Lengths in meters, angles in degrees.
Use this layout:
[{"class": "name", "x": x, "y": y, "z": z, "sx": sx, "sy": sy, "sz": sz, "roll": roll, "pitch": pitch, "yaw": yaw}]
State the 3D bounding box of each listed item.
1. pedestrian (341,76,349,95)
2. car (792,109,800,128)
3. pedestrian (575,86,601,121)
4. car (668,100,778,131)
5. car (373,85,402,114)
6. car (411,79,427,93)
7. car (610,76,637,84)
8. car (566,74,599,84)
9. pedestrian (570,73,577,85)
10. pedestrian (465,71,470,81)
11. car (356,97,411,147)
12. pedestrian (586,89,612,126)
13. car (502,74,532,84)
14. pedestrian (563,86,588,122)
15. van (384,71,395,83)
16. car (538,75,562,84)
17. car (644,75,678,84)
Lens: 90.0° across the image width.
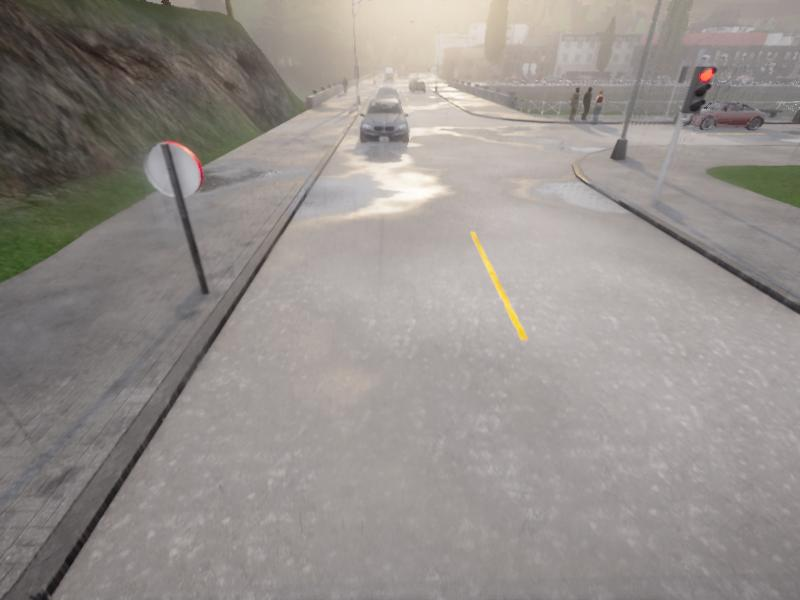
[{"class": "pedestrian", "x": -6.178, "y": -24.152, "z": 45.137, "sx": 0.751, "sy": 1.860, "sz": 0.751, "roll": -3, "pitch": 31, "yaw": -6}, {"class": "car", "x": 25.368, "y": -10.403, "z": 22.367, "sx": 4.514, "sy": 1.525, "sz": 2.007, "roll": -1, "pitch": 30, "yaw": -1}, {"class": "pedestrian", "x": 11.353, "y": -11.881, "z": 24.214, "sx": 0.751, "sy": 1.860, "sz": 0.751, "roll": -2, "pitch": 30, "yaw": -4}, {"class": "car", "x": 17.817, "y": -10.273, "z": 22.270, "sx": 4.181, "sy": 1.385, "sz": 1.994, "roll": -1, "pitch": 30, "yaw": -2}, {"class": "car", "x": -0.958, "y": -15.613, "z": 31.053, "sx": 2.033, "sy": 1.649, "sz": 4.856, "roll": -1, "pitch": 31, "yaw": -2}, {"class": "car", "x": 2.458, "y": -28.222, "z": 52.765, "sx": 1.816, "sy": 1.474, "sz": 4.193, "roll": -1, "pitch": 30, "yaw": -1}, {"class": "car", "x": 44.354, "y": -43.685, "z": 79.448, "sx": 3.806, "sy": 1.475, "sz": 1.970, "roll": -1, "pitch": 30, "yaw": -1}, {"class": "car", "x": 36.081, "y": -43.717, "z": 79.221, "sx": 5.238, "sy": 1.638, "sz": 1.930, "roll": -1, "pitch": 30, "yaw": -1}, {"class": "pedestrian", "x": 31.834, "y": -40.647, "z": 73.485, "sx": 0.751, "sy": 1.860, "sz": 0.751, "roll": 11, "pitch": 32, "yaw": 17}, {"class": "pedestrian", "x": 15.490, "y": -51.182, "z": 91.422, "sx": 0.751, "sy": 1.860, "sz": 0.751, "roll": 23, "pitch": 37, "yaw": 34}, {"class": "car", "x": -0.711, "y": -8.470, "z": 18.808, "sx": 2.242, "sy": 1.667, "sz": 4.611, "roll": -1, "pitch": 30, "yaw": -1}, {"class": "pedestrian", "x": 11.504, "y": -11.160, "z": 23.223, "sx": 0.751, "sy": 1.860, "sz": 0.751, "roll": 2, "pitch": 30, "yaw": 3}, {"class": "car", "x": 23.063, "y": -43.592, "z": 78.969, "sx": 5.027, "sy": 1.651, "sz": 2.152, "roll": -1, "pitch": 30, "yaw": -1}, {"class": "pedestrian", "x": 10.482, "y": -11.729, "z": 23.951, "sx": 0.751, "sy": 1.860, "sz": 0.751, "roll": -18, "pitch": 35, "yaw": -28}, {"class": "van", "x": -2.270, "y": -46.231, "z": 82.959, "sx": 2.069, "sy": 2.038, "sz": 4.480, "roll": -2, "pitch": 30, "yaw": -4}, {"class": "car", "x": 29.637, "y": -43.588, "z": 79.136, "sx": 3.806, "sy": 1.475, "sz": 1.970, "roll": -1, "pitch": 30, "yaw": -1}, {"class": "car", "x": 51.853, "y": -43.860, "z": 79.534, "sx": 5.238, "sy": 1.638, "sz": 1.930, "roll": -1, "pitch": 30, "yaw": -1}]
